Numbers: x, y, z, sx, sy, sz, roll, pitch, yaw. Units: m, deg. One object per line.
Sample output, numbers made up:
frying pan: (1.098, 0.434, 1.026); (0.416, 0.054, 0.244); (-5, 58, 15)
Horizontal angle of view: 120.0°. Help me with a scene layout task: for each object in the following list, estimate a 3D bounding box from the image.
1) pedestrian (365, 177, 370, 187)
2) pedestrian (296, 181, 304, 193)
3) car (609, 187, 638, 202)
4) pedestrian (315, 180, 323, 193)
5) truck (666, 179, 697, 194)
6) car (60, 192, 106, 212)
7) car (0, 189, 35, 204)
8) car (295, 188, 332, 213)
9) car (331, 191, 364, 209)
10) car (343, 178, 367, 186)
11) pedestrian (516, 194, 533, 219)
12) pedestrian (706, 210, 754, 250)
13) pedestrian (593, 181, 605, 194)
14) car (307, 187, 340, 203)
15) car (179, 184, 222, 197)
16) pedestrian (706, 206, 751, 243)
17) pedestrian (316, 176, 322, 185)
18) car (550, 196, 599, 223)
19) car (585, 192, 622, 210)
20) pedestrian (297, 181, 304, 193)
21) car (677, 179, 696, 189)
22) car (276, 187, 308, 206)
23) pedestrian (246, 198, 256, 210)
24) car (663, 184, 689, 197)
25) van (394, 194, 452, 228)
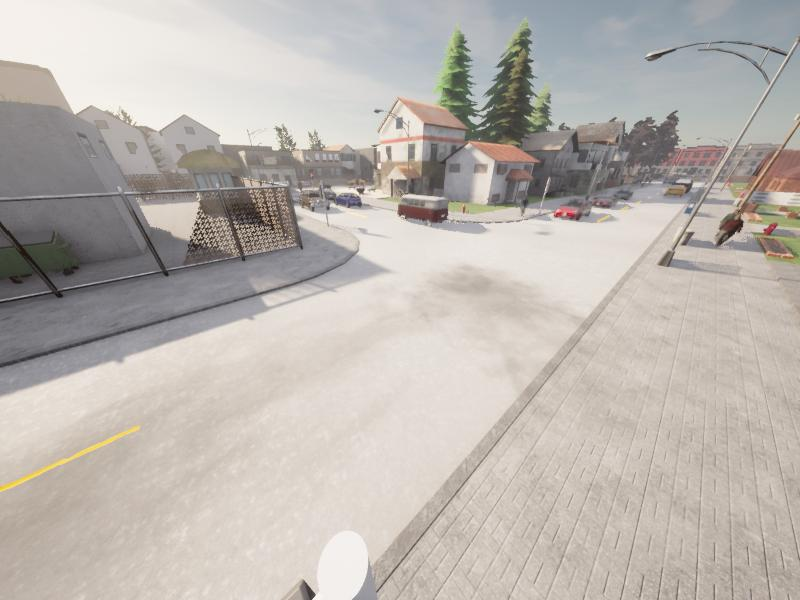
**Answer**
pedestrian: (-7.107, -25.739, 50.452); (0.751, 1.860, 0.751); (-20, 35, -30)
pedestrian: (-17.224, -19.482, 39.841); (0.751, 1.860, 0.751); (-3, 30, -6)
car: (30.162, -14.270, 31.190); (3.633, 1.501, 1.845); (-23, 37, -34)
pedestrian: (-13.712, -19.209, 39.143); (0.751, 1.860, 0.751); (26, 39, 37)
truck: (49.349, -19.950, 40.461); (6.274, 2.098, 2.390); (-23, 37, -34)
car: (-33.330, -10.450, 24.440); (1.816, 1.474, 4.193); (-23, 37, -34)
car: (-50.239, -12.762, 28.616); (4.892, 1.490, 1.837); (-23, 37, -34)
car: (-9.197, -10.625, 24.531); (1.932, 1.855, 4.605); (-21, 36, -32)
car: (-6.095, -11.608, 26.637); (1.816, 1.474, 4.193); (-23, 37, -34)
car: (-11.035, -29.263, 57.110); (5.366, 1.575, 1.801); (-24, 37, -35)
pedestrian: (10.645, -8.055, 19.842); (0.751, 1.860, 0.751); (6, 31, 10)
pedestrian: (17.582, -3.741, 12.367); (0.751, 1.860, 0.751); (-23, 37, -34)
pedestrian: (33.012, -18.736, 38.340); (0.751, 1.860, 0.751); (-23, 37, -34)
car: (-10.279, -14.123, 30.987); (2.163, 1.488, 4.792); (-23, 37, -34)
car: (-32.000, -17.730, 37.205); (4.902, 1.511, 2.128); (-22, 37, -33)
pedestrian: (19.160, -4.412, 13.533); (0.751, 1.860, 0.751); (-26, 39, -38)
pedestrian: (-19.903, -29.431, 56.864); (0.751, 1.860, 0.751); (-23, 37, -34)
car: (15.623, -8.174, 20.638); (4.514, 1.525, 2.007); (-23, 37, -34)
car: (22.881, -11.149, 25.945); (4.181, 1.385, 1.994); (-23, 37, -34)
pedestrian: (-17.402, -19.768, 40.337); (0.751, 1.860, 0.751); (-16, 34, -25)
car: (60.421, -24.417, 48.690); (3.988, 1.617, 1.851); (-22, 37, -33)
car: (-13.614, -13.088, 29.046); (2.033, 1.649, 4.856); (-22, 37, -33)
pedestrian: (-15.381, -9.918, 23.827); (0.500, 1.100, 0.500); (-21, 36, -31)
car: (43.629, -17.307, 36.445); (5.008, 1.535, 1.882); (-23, 37, -34)
van: (1.707, -7.301, 18.657); (4.442, 1.987, 1.775); (26, 39, 38)
